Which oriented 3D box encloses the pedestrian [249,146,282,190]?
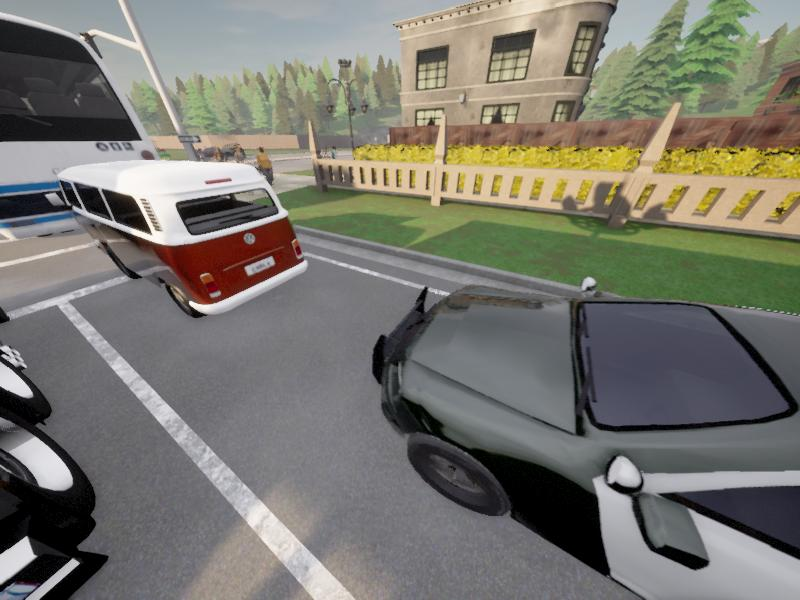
[{"bbox_3d":[-6.833,-6.748,11.791,0.751,1.860,0.751,28,44,34],"label":"pedestrian"}]

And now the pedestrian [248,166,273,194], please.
[{"bbox_3d":[-6.611,-5.715,10.972,0.500,1.100,0.500,17,39,23],"label":"pedestrian"}]

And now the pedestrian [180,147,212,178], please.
[{"bbox_3d":[-14.552,-9.820,16.523,0.751,1.860,0.751,2,35,3],"label":"pedestrian"}]

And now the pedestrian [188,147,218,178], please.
[{"bbox_3d":[-14.498,-10.141,17.054,0.751,1.860,0.751,12,37,17],"label":"pedestrian"}]

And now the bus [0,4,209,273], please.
[{"bbox_3d":[-11.418,-4.923,7.425,10.273,4.253,3.944,23,41,30],"label":"bus"}]

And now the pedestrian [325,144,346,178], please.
[{"bbox_3d":[-4.191,-9.054,15.081,0.751,1.860,0.751,21,40,27],"label":"pedestrian"}]

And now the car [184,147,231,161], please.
[{"bbox_3d":[-27.333,-20.950,32.995,1.812,1.442,4.674,18,39,25],"label":"car"}]

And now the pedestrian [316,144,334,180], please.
[{"bbox_3d":[-4.693,-8.673,14.537,0.751,1.860,0.751,-9,36,-13],"label":"pedestrian"}]

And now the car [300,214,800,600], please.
[{"bbox_3d":[2.111,0.848,1.432,4.974,1.542,2.038,18,39,24],"label":"car"}]

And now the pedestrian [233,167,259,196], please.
[{"bbox_3d":[-6.967,-5.380,10.494,0.500,1.100,0.500,-5,35,-7],"label":"pedestrian"}]

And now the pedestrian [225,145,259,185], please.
[{"bbox_3d":[-8.769,-7.521,12.852,0.751,1.860,0.751,21,40,27],"label":"pedestrian"}]

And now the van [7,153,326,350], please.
[{"bbox_3d":[-3.917,-1.327,4.143,4.480,2.038,2.069,18,39,24],"label":"van"}]

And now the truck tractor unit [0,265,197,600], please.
[{"bbox_3d":[-5.114,-0.297,0.780,6.516,4.208,3.053,18,39,24],"label":"truck tractor unit"}]

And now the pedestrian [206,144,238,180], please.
[{"bbox_3d":[-11.236,-8.720,14.612,0.751,1.860,0.751,21,40,27],"label":"pedestrian"}]

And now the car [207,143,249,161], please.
[{"bbox_3d":[-23.767,-20.663,32.167,1.905,1.878,3.866,18,39,25],"label":"car"}]

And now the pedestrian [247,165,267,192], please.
[{"bbox_3d":[-6.995,-5.983,11.359,0.500,1.100,0.500,-15,37,-20],"label":"pedestrian"}]

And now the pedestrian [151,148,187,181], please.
[{"bbox_3d":[-15.231,-8.963,15.298,0.751,1.860,0.751,14,37,19],"label":"pedestrian"}]
